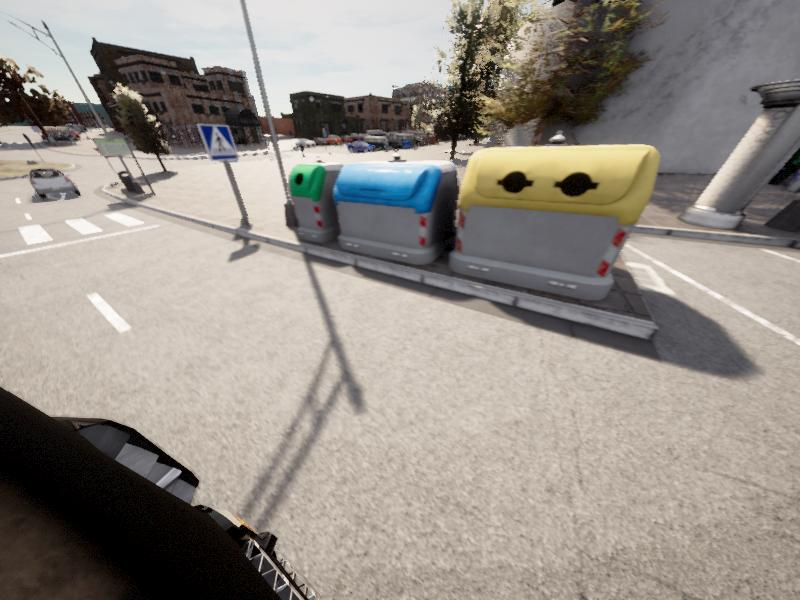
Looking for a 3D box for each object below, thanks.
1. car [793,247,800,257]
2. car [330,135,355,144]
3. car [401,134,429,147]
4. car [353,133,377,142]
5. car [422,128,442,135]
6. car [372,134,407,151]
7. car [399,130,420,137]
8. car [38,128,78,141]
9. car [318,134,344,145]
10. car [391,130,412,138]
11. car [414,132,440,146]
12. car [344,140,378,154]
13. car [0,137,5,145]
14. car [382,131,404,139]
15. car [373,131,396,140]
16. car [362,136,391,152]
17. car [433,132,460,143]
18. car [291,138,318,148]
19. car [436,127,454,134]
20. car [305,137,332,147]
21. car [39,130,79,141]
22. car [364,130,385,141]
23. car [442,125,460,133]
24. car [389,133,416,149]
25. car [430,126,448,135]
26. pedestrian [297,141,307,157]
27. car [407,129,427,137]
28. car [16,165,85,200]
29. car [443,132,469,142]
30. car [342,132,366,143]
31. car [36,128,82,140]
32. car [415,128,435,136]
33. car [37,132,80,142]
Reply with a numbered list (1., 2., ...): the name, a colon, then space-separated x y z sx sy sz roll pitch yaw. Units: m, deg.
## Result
1. car: 9.406 -0.286 2.595 2.163 1.488 4.792 4 33 9
2. car: -12.531 -35.172 50.654 4.792 1.488 2.163 16 42 22
3. car: 2.780 -29.679 42.911 4.553 1.767 2.185 18 43 23
4. car: -8.196 -37.787 53.710 5.008 1.535 2.097 16 41 22
5. car: 9.052 -48.068 65.905 5.008 1.535 2.097 16 42 23
6. car: -1.744 -27.221 39.813 5.566 2.045 2.435 19 43 23
7. car: 2.569 -44.227 61.351 5.008 1.535 2.097 16 41 22
8. car: -75.592 -36.633 51.187 1.878 1.987 4.442 30 44 31
9. car: -14.639 -33.980 48.994 4.553 1.767 2.185 16 42 22
10. car: 0.446 -42.907 59.828 4.792 1.488 2.163 16 41 22
11. car: 5.169 -30.994 44.303 4.442 1.987 1.878 18 43 23
12. car: -6.232 -24.473 36.956 5.008 1.535 2.097 19 43 23
13. car: -71.982 -28.350 40.546 3.988 1.617 1.851 30 43 31
14. car: -1.740 -41.656 58.300 5.008 1.535 2.097 16 41 22
15. car: -3.721 -40.319 56.696 5.366 1.575 1.946 16 41 22
16. car: -3.871 -25.888 38.273 4.442 1.987 1.878 19 43 23
17. car: 9.583 -33.412 47.515 4.892 1.521 2.231 18 43 22
18. car: -18.967 -31.262 46.027 4.674 1.452 2.002 16 41 22
19. car: 13.373 -50.597 68.979 4.674 1.452 2.002 16 41 23
20. car: -16.786 -32.563 47.553 4.792 1.488 2.163 16 41 22
21. car: -73.462 -35.433 49.901 2.185 1.767 4.553 30 44 31
22. car: -6.151 -39.284 55.144 4.442 1.987 1.878 16 42 22
23. car: 15.554 -51.980 70.379 4.553 1.767 2.185 16 42 23
24. car: 0.439 -28.502 41.369 4.442 1.987 1.878 19 43 23
25. car: 11.229 -49.438 67.337 4.553 1.767 2.185 16 42 23
26. pedestrian: -14.171 -21.828 33.396 0.751 1.860 0.751 -25 44 -33
27. car: 4.734 -45.504 62.866 4.892 1.521 2.231 16 42 22
28. car: -22.638 -7.759 15.067 3.633 1.501 1.845 26 42 31
29. car: 11.853 -34.678 49.055 4.792 1.488 2.163 18 43 22
30. car: -10.328 -36.576 52.075 4.553 1.767 2.185 16 42 22
31. car: -77.525 -37.886 52.688 2.435 2.045 5.566 30 44 32
32. car: 6.892 -46.784 64.384 4.892 1.521 2.231 16 42 23
33. car: -71.459 -34.138 48.517 2.231 1.521 4.892 30 44 31
